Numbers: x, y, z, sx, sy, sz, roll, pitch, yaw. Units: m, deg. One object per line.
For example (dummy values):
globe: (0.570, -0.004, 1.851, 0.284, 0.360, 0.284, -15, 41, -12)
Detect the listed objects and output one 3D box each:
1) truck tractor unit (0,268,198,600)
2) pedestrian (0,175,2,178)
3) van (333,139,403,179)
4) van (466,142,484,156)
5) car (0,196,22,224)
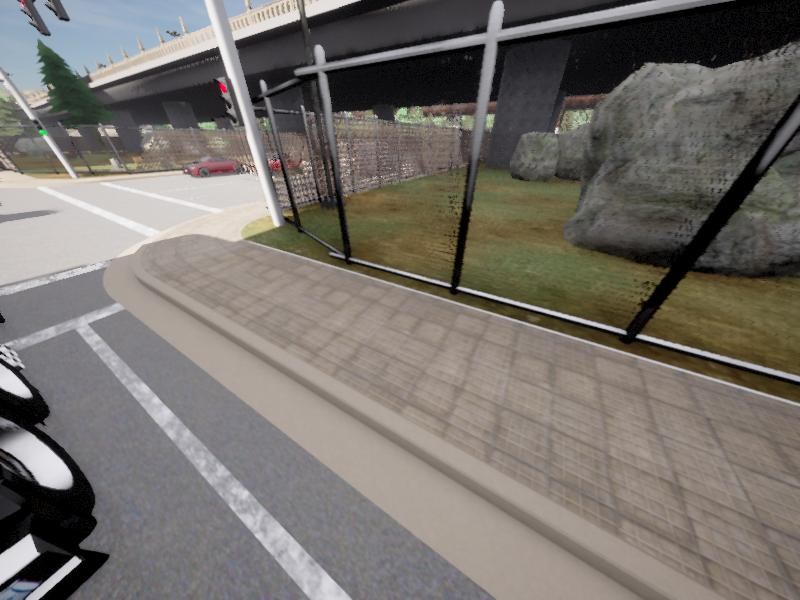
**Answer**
truck tractor unit: (-5.115, -0.297, 0.770, 6.516, 4.208, 3.053, 18, 39, 24)
pedestrian: (-28.193, -8.897, 15.556, 0.751, 1.300, 0.751, -29, 44, -35)
van: (-2.301, -11.973, 19.314, 2.351, 2.431, 6.366, 18, 39, 24)
van: (13.834, -27.887, 42.648, 1.775, 1.987, 4.442, 18, 39, 24)
car: (-15.400, -2.723, 6.412, 1.932, 1.855, 4.605, 18, 38, 24)
